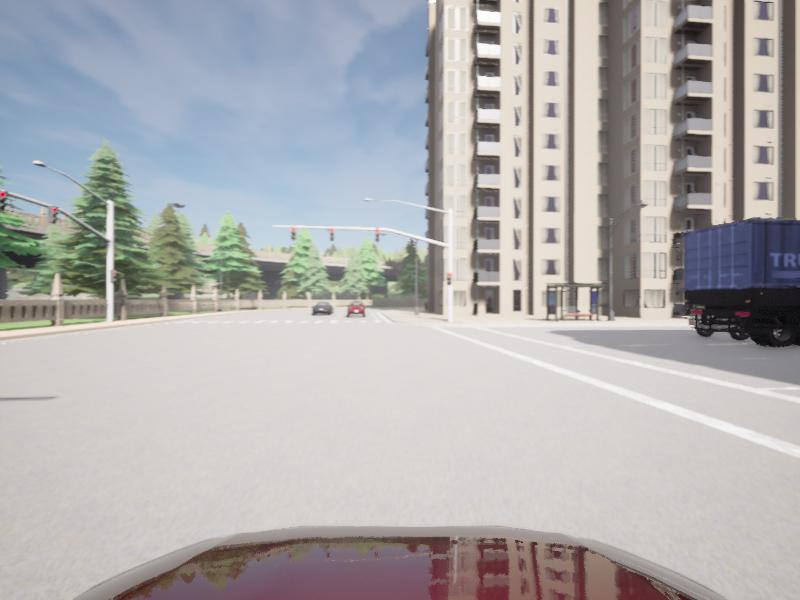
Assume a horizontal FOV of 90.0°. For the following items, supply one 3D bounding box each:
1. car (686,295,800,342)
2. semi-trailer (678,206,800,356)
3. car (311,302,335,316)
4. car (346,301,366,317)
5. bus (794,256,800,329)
[{"bbox_3d":[15.202,0.739,17.211,4.605,1.855,1.932,0,0,-6],"label":"car"},{"bbox_3d":[17.304,-0.527,13.904,14.254,4.402,2.717,0,0,-6],"label":"semi-trailer"},{"bbox_3d":[-8.028,0.883,41.954,1.994,1.385,4.181,0,0,-5],"label":"car"},{"bbox_3d":[-4.249,0.838,39.089,1.816,1.474,4.193,0,0,-6],"label":"car"},{"bbox_3d":[28.435,-0.416,22.095,10.273,4.253,3.944,0,0,-6],"label":"bus"}]
